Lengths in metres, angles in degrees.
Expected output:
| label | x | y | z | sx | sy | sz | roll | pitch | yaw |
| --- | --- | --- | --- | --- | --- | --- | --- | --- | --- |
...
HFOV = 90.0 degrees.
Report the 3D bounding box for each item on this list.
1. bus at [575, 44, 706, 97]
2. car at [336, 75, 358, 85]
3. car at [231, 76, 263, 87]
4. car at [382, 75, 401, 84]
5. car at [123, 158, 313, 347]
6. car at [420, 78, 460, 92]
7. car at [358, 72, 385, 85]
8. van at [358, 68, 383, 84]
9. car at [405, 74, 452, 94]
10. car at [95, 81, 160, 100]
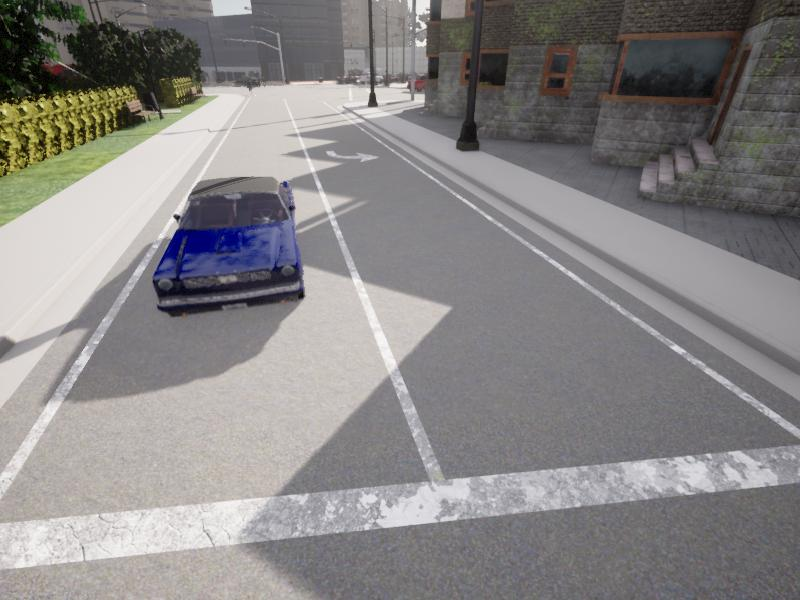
| label | x | y | z | sx | sy | sz | roll | pitch | yaw |
| --- | --- | --- | --- | --- | --- | --- | --- | --- | --- |
| bus | 24.009 | -23.201 | 40.723 | 10.273 | 4.253 | 3.944 | 15 | 33 | 26 |
| car | -9.803 | -41.054 | 74.613 | 1.816 | 1.474 | 4.193 | 16 | 34 | 26 |
| car | -25.210 | -35.949 | 65.889 | 4.792 | 1.488 | 2.163 | 17 | 34 | 27 |
| car | -1.686 | -44.602 | 80.739 | 1.816 | 1.474 | 4.193 | 17 | 34 | 26 |
| car | -2.718 | -1.251 | 6.833 | 1.895 | 1.301 | 4.718 | -8 | 31 | -14 |
| car | 5.348 | -29.204 | 54.318 | 5.008 | 1.535 | 1.882 | 16 | 34 | 25 |
| car | -5.284 | -41.727 | 75.232 | 2.150 | 2.045 | 5.566 | 17 | 34 | 26 |
| van | -5.892 | -44.913 | 80.184 | 1.988 | 2.561 | 5.915 | 17 | 34 | 26 |
| car | 3.635 | -27.886 | 51.544 | 5.566 | 2.045 | 2.150 | 16 | 34 | 25 |
| car | -28.023 | -21.694 | 41.356 | 2.128 | 1.511 | 4.902 | 16 | 34 | 26 |
